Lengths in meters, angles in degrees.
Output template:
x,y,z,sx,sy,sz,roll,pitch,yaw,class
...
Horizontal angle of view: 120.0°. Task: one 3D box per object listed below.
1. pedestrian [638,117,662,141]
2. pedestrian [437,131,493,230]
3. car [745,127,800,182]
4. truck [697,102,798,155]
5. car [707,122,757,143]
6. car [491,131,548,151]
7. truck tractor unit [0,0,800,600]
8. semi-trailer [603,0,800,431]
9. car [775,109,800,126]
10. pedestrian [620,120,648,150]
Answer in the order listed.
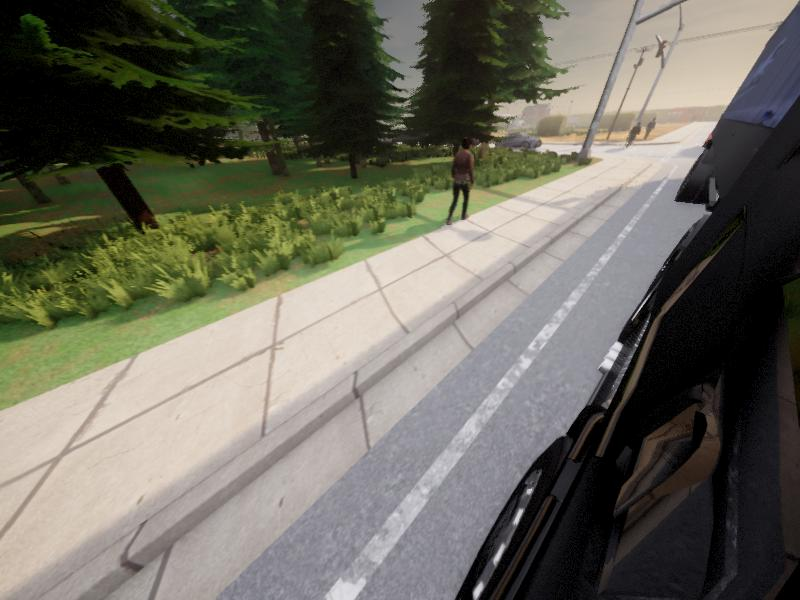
x,y,z,sx,sy,sz,roll,pitch,yaw,class
24.592,-16.836,22.732,0.751,1.860,0.751,16,41,23,pedestrian
1.426,-2.720,5.327,0.751,1.860,0.751,26,45,33,pedestrian
16.564,-5.996,9.368,4.902,1.511,2.128,-26,43,-28,car
23.063,-11.614,15.673,5.204,2.467,2.627,-30,45,-32,truck
29.831,-15.154,20.875,4.181,1.385,1.994,-30,45,-32,car
11.339,-15.303,22.232,1.994,1.385,4.181,-30,45,-31,car
2.645,-0.295,0.351,6.516,4.208,3.053,-28,44,-30,truck tractor unit
8.440,-3.771,4.466,14.254,4.402,2.717,-31,45,-32,semi-trailer
61.704,-27.973,35.320,1.905,1.878,3.866,-4,35,8,car
18.853,-13.300,18.658,0.751,1.860,0.751,-28,44,-29,pedestrian
